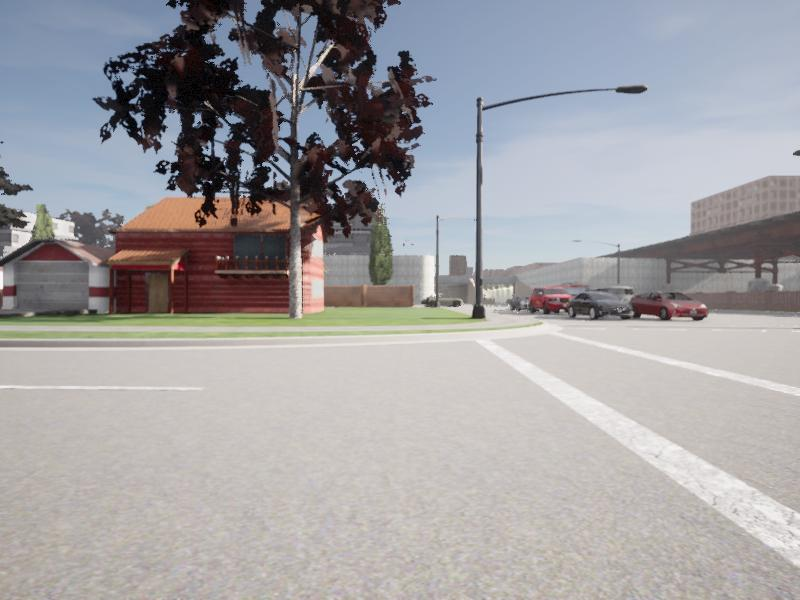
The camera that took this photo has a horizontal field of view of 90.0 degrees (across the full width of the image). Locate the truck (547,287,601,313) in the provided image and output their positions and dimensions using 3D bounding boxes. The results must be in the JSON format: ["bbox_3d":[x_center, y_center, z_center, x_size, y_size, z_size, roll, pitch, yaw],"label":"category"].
[{"bbox_3d":[15.107,0.016,35.259,2.390,2.098,6.274,0,0,3],"label":"truck"}]

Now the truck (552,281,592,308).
[{"bbox_3d":[26.679,-0.783,62.446,2.891,3.827,8.468,0,0,2],"label":"truck"}]

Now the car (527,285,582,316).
[{"bbox_3d":[11.325,0.022,29.802,2.150,2.045,5.566,0,0,3],"label":"car"}]

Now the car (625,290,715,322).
[{"bbox_3d":[14.448,0.296,21.799,2.007,1.525,4.514,0,0,2],"label":"car"}]

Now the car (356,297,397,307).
[{"bbox_3d":[-3.157,0.283,54.722,5.357,1.411,2.033,0,0,2],"label":"car"}]

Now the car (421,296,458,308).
[{"bbox_3d":[5.289,0.266,54.423,4.902,1.511,2.128,0,0,2],"label":"car"}]

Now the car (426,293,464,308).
[{"bbox_3d":[5.678,0.083,50.896,4.605,1.855,1.932,0,0,2],"label":"car"}]

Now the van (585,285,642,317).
[{"bbox_3d":[14.704,0.070,27.894,1.775,1.987,4.442,0,0,2],"label":"van"}]

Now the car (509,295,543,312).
[{"bbox_3d":[11.529,0.309,36.861,1.970,1.475,3.806,0,0,2],"label":"car"}]

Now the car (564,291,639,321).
[{"bbox_3d":[10.958,0.295,22.174,1.837,1.490,4.892,0,0,2],"label":"car"}]
